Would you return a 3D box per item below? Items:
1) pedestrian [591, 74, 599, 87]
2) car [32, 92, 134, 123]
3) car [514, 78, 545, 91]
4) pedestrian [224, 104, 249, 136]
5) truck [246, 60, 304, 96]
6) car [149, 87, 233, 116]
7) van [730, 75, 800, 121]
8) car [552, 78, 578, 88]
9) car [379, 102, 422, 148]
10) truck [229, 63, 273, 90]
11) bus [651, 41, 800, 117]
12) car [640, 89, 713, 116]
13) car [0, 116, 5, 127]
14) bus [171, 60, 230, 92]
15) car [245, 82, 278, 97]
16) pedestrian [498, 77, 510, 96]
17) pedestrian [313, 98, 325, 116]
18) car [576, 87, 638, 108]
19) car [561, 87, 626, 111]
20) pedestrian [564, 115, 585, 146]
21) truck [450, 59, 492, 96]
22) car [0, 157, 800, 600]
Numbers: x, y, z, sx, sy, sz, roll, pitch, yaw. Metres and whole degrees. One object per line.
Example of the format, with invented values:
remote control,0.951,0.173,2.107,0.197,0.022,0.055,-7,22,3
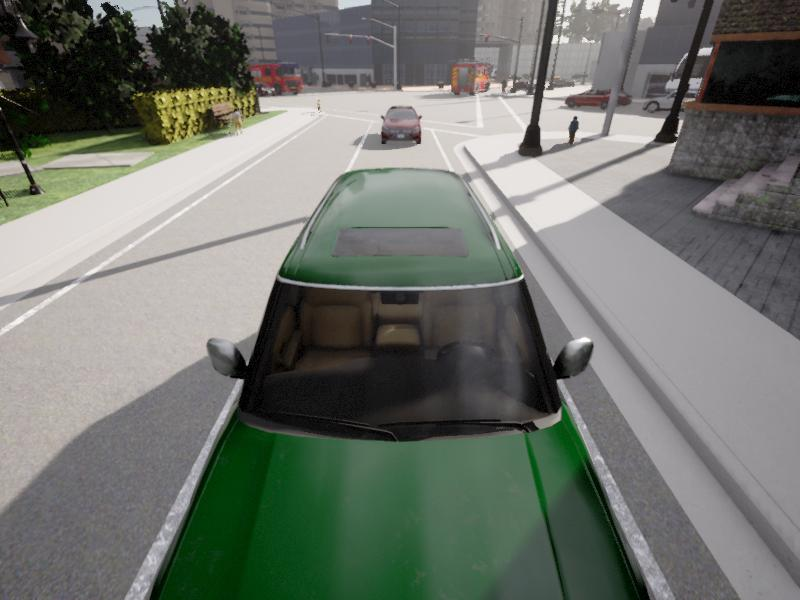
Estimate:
pedestrian,31.211,-35.106,64.059,0.751,1.860,0.751,13,33,21
car,-20.850,-12.809,26.517,4.792,1.488,2.163,-26,39,-37
car,19.670,-32.810,60.781,4.974,1.542,2.038,-26,39,-37
pedestrian,-7.841,-8.646,19.221,0.751,1.300,0.751,-5,31,-8
truck,-16.158,-28.639,51.584,2.891,3.827,8.468,-27,39,-38
car,-15.888,-15.309,30.667,5.027,1.651,2.152,-26,39,-37
van,24.952,-12.475,24.672,2.351,2.431,6.366,-27,38,-38
car,27.908,-36.661,67.553,4.181,1.385,1.994,-23,38,-34
car,0.070,-8.475,19.134,1.812,1.442,4.674,0,31,1
truck,-25.530,-38.169,68.463,2.891,3.827,8.468,-27,39,-38
bus,24.805,-15.712,28.508,3.944,4.253,10.273,-26,38,-38
car,20.091,-14.441,29.181,1.970,1.475,3.806,-26,39,-37
car,-25.822,-10.424,22.285,5.027,1.651,2.152,-26,39,-37
bus,-33.221,-37.165,66.427,10.273,4.253,3.944,23,37,35
car,-16.737,-25.455,48.394,1.970,1.475,3.806,-26,39,-37
pedestrian,12.003,-24.641,46.126,0.751,1.860,0.751,-14,33,-23
pedestrian,-5.686,-13.607,28.222,0.500,1.100,0.500,21,36,31
car,18.147,-17.854,35.204,1.994,1.385,4.181,-27,39,-38
car,15.820,-16.577,32.906,1.816,1.474,4.193,-27,39,-37
pedestrian,7.157,-6.970,16.456,0.500,1.100,0.500,6,31,11
truck,9.224,-28.561,51.218,2.891,3.827,8.468,12,32,20
car,0.001,0.345,3.439,2.150,2.045,5.566,0,30,0
